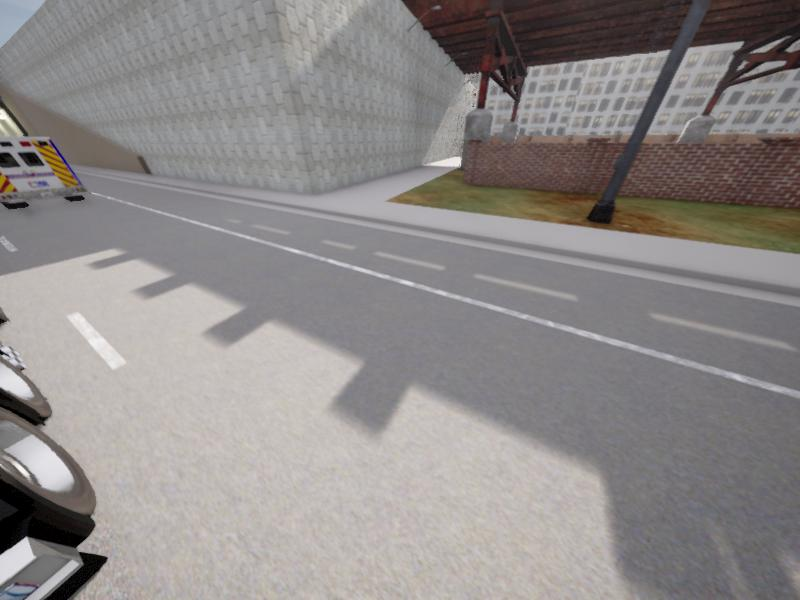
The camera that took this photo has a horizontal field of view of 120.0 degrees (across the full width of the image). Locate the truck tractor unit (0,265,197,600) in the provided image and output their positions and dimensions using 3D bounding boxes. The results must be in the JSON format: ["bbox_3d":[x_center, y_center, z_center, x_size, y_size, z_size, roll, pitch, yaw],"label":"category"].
[{"bbox_3d":[-5.113,-0.299,0.785,6.516,4.208,3.053,18,39,24],"label":"truck tractor unit"}]

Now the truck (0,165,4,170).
[{"bbox_3d":[-44.024,-15.092,22.727,8.468,3.827,2.891,18,39,24],"label":"truck"}]

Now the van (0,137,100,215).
[{"bbox_3d":[-16.948,-5.716,10.239,6.366,2.431,2.351,18,39,24],"label":"van"}]
